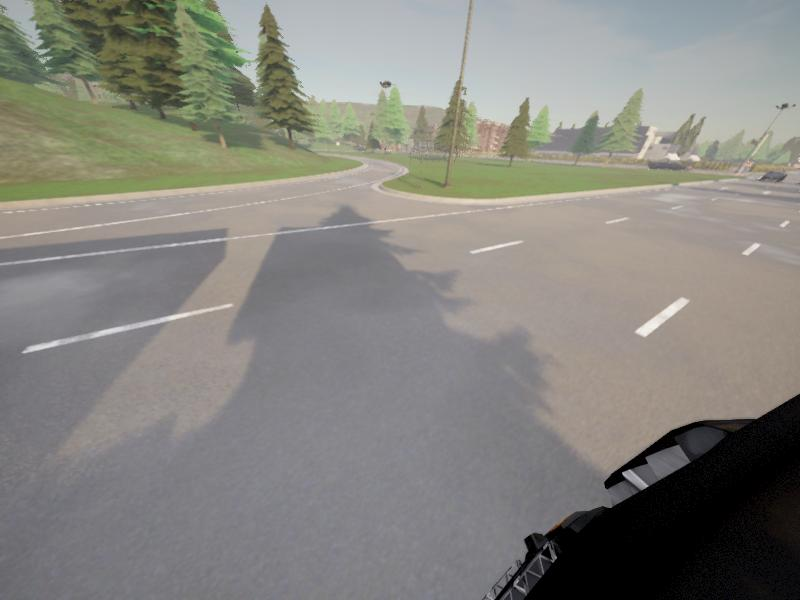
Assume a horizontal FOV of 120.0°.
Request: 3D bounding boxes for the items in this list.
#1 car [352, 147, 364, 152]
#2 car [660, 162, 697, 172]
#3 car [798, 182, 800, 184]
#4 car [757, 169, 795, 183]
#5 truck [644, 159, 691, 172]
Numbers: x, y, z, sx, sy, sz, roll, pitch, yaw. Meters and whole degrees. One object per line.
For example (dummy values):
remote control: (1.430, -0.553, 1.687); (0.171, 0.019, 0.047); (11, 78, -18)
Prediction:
car: (-17.667, -63.696, 97.755); (4.674, 1.442, 1.812); (-16, 38, -26)
car: (64.272, -30.763, 53.387); (2.152, 1.651, 5.027); (-17, 38, -26)
car: (57.603, -16.800, 31.938); (4.892, 1.490, 1.837); (-16, 38, -26)
car: (56.619, -18.754, 34.811); (4.902, 1.511, 2.128); (-16, 38, -26)
truck: (60.667, -30.649, 52.537); (2.390, 2.098, 6.274); (-17, 38, -26)
